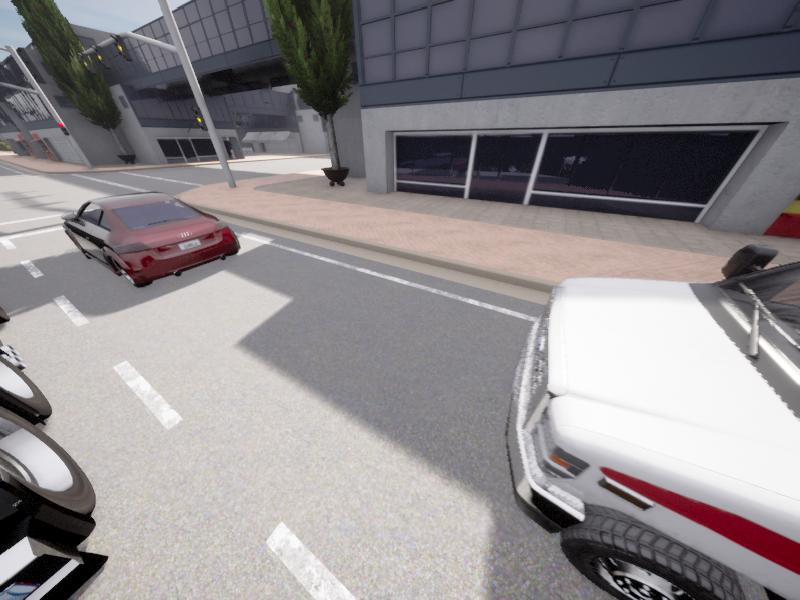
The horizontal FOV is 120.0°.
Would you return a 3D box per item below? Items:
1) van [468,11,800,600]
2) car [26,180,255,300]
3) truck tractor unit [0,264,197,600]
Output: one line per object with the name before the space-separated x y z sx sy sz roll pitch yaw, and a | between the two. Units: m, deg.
van | 3.796 1.028 0.368 6.366 2.431 2.351 18 39 24
car | -5.732 -1.647 5.206 4.181 1.385 1.994 18 39 24
truck tractor unit | -5.112 -0.300 0.779 6.516 4.208 3.053 18 39 24
